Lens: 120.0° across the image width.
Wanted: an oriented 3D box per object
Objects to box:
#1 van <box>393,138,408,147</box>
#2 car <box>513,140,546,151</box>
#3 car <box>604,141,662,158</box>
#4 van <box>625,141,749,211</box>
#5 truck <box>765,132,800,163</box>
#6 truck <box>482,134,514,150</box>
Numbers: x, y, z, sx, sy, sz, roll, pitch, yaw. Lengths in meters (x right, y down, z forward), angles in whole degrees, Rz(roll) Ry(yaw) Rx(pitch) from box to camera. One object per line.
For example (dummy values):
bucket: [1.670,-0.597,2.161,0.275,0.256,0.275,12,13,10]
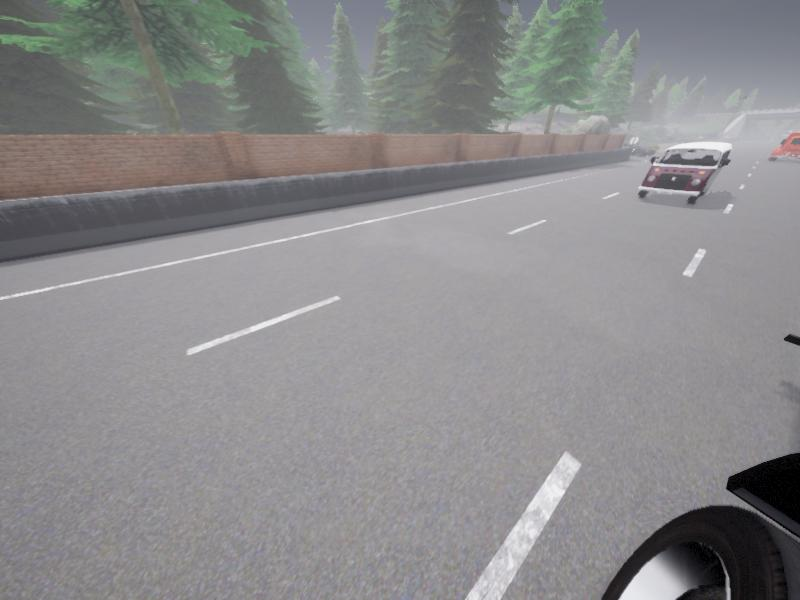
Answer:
van: [0.078,-44.564,65.341,1.775,1.987,4.442,-23,41,-29]
car: [24.296,-29.182,43.455,2.033,1.649,4.856,-23,41,-29]
car: [30.935,-20.168,30.864,2.038,1.542,4.974,-18,41,-23]
van: [11.957,-5.363,9.654,4.480,2.038,2.069,-24,41,-30]
truck: [39.682,-15.244,23.035,5.204,2.467,2.627,-23,41,-30]
truck: [20.118,-32.738,47.838,2.627,2.467,5.204,-23,41,-29]
